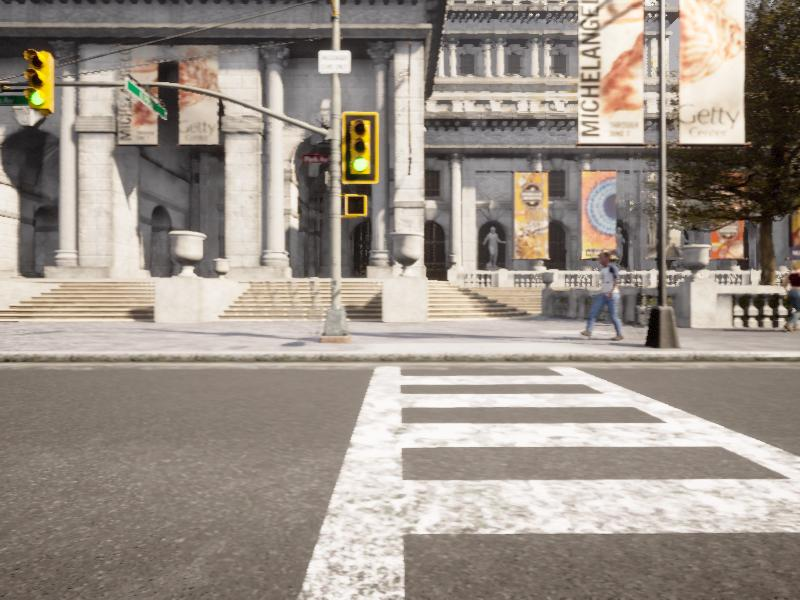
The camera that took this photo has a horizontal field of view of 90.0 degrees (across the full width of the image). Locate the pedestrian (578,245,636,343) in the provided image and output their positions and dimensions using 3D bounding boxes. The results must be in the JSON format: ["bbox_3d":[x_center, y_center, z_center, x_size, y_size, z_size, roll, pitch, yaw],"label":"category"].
[{"bbox_3d":[4.155,-0.118,8.072,0.751,1.860,0.751,0,0,-10],"label":"pedestrian"}]

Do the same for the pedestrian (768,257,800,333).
[{"bbox_3d":[10.165,-0.122,10.262,0.751,1.860,0.751,0,0,3],"label":"pedestrian"}]
